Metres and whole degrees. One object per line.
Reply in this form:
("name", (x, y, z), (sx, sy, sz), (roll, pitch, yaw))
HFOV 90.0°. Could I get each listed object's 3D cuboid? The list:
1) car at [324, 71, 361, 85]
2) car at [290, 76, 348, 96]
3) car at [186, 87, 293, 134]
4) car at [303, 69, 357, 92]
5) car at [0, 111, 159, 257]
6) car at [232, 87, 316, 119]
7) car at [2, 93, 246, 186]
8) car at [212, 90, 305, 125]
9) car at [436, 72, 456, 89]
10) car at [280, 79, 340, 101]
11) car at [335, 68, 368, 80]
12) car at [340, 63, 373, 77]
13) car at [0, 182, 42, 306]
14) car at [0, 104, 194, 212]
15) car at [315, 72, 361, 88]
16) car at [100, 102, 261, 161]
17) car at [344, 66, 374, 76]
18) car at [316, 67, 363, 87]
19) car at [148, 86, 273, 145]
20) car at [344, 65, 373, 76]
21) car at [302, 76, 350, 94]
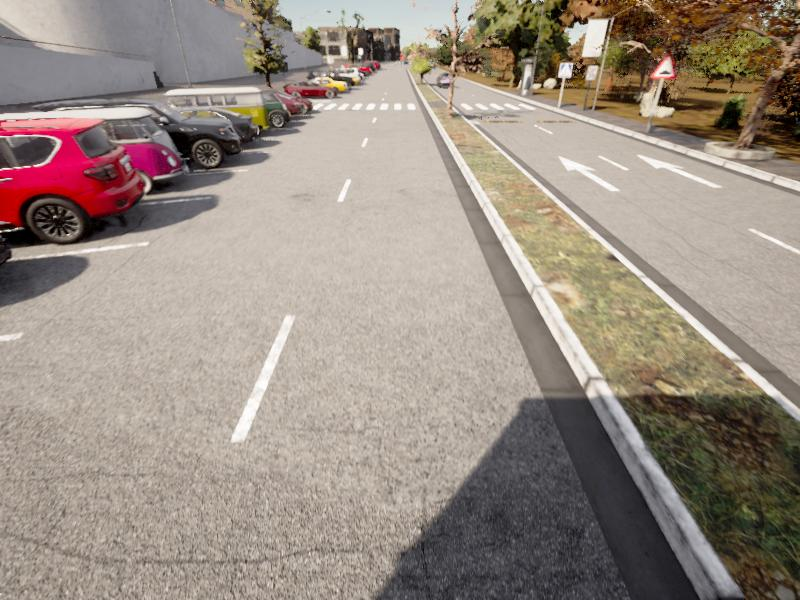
("car", (-8.103, -31.264, 56.393), (4.792, 1.488, 2.163), (-11, 33, -17))
("car", (-8.247, -21.907, 40.930), (5.366, 1.575, 1.946), (-11, 33, -17))
("car", (-8.044, -9.711, 20.352), (4.553, 1.767, 2.185), (-11, 33, -17))
("car", (-8.053, -25.265, 46.019), (5.566, 2.045, 2.435), (-11, 32, -17))
("car", (-8.099, -2.136, 7.474), (5.566, 2.045, 2.435), (-11, 33, -17))
("car", (-8.047, -12.658, 25.570), (4.792, 1.488, 2.163), (-11, 32, -17))
("car", (-8.049, -5.219, 12.617), (5.566, 2.045, 2.435), (-11, 32, -17))
("car", (-8.067, -11.097, 22.986), (4.674, 1.452, 2.002), (-11, 33, -17))
("car", (5.756, -27.873, 50.676), (2.033, 1.649, 4.856), (0, 31, 0))
("car", (-8.048, -18.832, 35.866), (4.792, 1.488, 2.163), (-11, 32, -17))
("car", (-8.072, -37.611, 66.607), (5.008, 1.535, 2.097), (-12, 34, -16))
("car", (-8.059, -42.585, 74.136), (5.566, 2.045, 2.435), (-12, 33, -17))
("car", (-8.065, -0.363, 5.072), (4.674, 1.452, 2.002), (-11, 33, -17))
("car", (-7.965, -3.680, 10.097), (4.442, 1.987, 1.878), (-11, 32, -17))
("car", (-7.905, -28.200, 51.320), (5.366, 1.575, 1.946), (-11, 33, -17))
("car", (-8.065, -6.529, 15.293), (4.892, 1.521, 2.231), (-11, 33, -17))
("car", (-7.906, -43.984, 76.859), (5.366, 1.575, 1.946), (-12, 33, -16))
("car", (-8.106, -29.935, 53.690), (5.566, 2.045, 2.435), (-11, 33, -17))
("car", (-8.183, -8.234, 17.698), (4.442, 1.987, 1.878), (-11, 33, -17))
("car", (-8.254, -45.488, 79.299), (5.366, 1.575, 1.946), (-12, 34, -16))
("car", (-8.080, -23.458, 43.583), (4.674, 1.452, 2.002), (-11, 32, -17))
